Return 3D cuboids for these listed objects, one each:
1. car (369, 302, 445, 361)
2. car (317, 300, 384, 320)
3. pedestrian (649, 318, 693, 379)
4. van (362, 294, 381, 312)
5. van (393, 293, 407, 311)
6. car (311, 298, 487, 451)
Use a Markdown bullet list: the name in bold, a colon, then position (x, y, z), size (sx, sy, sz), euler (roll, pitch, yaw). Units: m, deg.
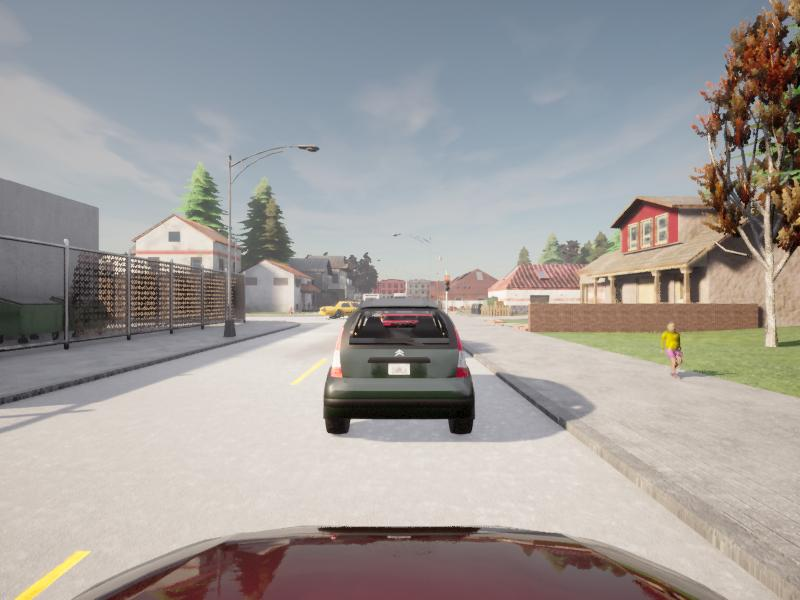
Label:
- **car**: position (0.127, 0.828, 12.723), size (2.007, 1.525, 4.514), euler (0, 0, -2)
- **car**: position (-4.141, 0.801, 33.745), size (5.366, 1.575, 1.801), euler (0, 0, -25)
- **pedestrian**: position (5.174, 0.913, 7.653), size (0.500, 1.100, 0.500), euler (0, 0, 0)
- **van**: position (-4.044, 0.377, 57.411), size (2.351, 2.431, 6.366), euler (0, 0, 0)
- **van**: position (-0.031, 0.322, 60.866), size (1.988, 2.561, 5.915), euler (0, 0, 0)
- **car**: position (-0.005, 0.788, 6.219), size (1.851, 1.617, 3.988), euler (0, 0, 0)
